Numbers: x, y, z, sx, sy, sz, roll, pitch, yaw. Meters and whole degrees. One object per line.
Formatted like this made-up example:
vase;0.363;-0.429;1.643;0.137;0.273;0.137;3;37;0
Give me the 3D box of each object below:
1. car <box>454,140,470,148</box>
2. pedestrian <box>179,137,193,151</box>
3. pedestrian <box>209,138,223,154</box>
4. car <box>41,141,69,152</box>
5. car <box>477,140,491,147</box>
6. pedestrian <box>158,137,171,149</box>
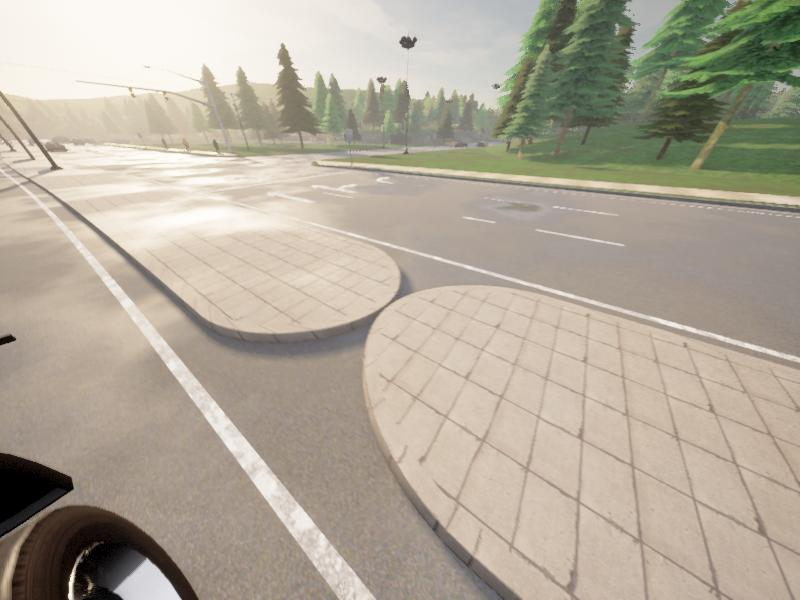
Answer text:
car;16.936;-42.566;62.931;2.033;1.649;4.856;23;41;28
pedestrian;-35.076;-25.505;37.862;0.751;1.860;0.751;23;41;29
pedestrian;-25.604;-21.449;32.187;0.751;1.860;0.751;24;41;29
car;-60.254;-26.862;40.326;4.181;1.385;1.994;22;41;28
car;23.916;-44.645;65.978;2.038;1.542;4.974;23;41;28
pedestrian;-44.060;-29.333;43.219;0.751;1.860;0.751;23;41;29
